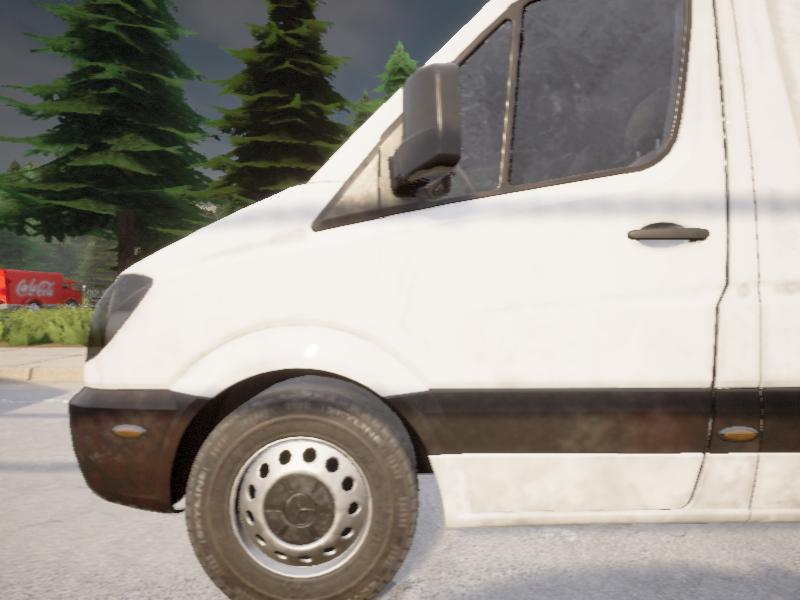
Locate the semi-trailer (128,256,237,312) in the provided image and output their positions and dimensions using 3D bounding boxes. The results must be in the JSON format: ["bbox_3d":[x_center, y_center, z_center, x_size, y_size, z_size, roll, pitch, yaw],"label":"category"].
[{"bbox_3d":[-19.842,-1.225,38.248,2.717,4.402,14.254,0,0,0],"label":"semi-trailer"}]

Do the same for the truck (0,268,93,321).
[{"bbox_3d":[-19.684,-0.253,21.361,2.627,2.467,5.204,0,0,-1],"label":"truck"}]

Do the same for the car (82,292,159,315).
[{"bbox_3d":[-19.888,0.240,28.810,2.128,1.511,4.902,0,0,0],"label":"car"}]

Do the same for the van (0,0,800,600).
[{"bbox_3d":[1.640,-0.278,2.200,5.915,2.561,1.988,0,0,0],"label":"van"}]
